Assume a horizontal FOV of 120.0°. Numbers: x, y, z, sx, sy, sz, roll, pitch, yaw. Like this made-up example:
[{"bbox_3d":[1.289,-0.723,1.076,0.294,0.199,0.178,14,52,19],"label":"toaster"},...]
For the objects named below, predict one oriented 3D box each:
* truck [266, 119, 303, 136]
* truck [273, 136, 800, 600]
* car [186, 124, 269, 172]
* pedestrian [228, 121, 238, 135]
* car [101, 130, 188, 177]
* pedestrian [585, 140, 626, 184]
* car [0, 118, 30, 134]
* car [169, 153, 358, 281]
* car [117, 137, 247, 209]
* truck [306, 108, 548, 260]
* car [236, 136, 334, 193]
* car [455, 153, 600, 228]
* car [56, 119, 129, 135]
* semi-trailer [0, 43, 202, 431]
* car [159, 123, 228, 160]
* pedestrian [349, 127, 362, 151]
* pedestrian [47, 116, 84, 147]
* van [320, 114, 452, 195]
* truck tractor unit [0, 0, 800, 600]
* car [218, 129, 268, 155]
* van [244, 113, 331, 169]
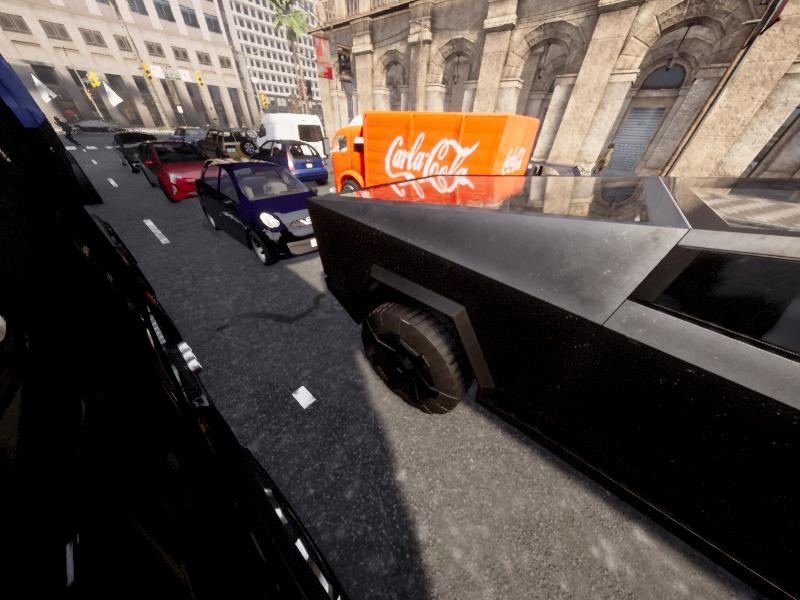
[{"bbox_3d":[-22.067,-33.043,44.317,2.627,2.467,5.204,28,44,30],"label":"truck"},{"bbox_3d":[2.231,0.433,1.454,6.274,2.098,2.390,28,44,30],"label":"truck"},{"bbox_3d":[-9.753,-8.677,13.051,4.605,1.855,1.932,28,44,30],"label":"car"},{"bbox_3d":[-28.633,-29.435,39.560,0.751,1.860,0.751,-19,42,-26],"label":"pedestrian"},{"bbox_3d":[-12.748,-7.408,11.487,4.892,1.490,1.837,29,44,30],"label":"car"},{"bbox_3d":[10.623,-7.117,11.974,0.751,1.860,0.751,-29,47,-35],"label":"pedestrian"},{"bbox_3d":[-43.166,-18.435,24.400,1.994,1.385,4.181,28,44,30],"label":"car"},{"bbox_3d":[-2.883,-2.078,4.960,3.633,1.501,1.845,28,44,30],"label":"car"},{"bbox_3d":[-7.662,-4.660,8.110,4.514,1.525,2.007,28,44,30],"label":"car"},{"bbox_3d":[0.352,-3.476,6.247,5.204,2.467,2.627,28,44,30],"label":"truck"},{"bbox_3d":[-4.978,-5.994,9.994,3.988,1.617,1.851,28,44,30],"label":"car"},{"bbox_3d":[4.038,-3.861,7.779,3.633,1.501,1.845,28,44,30],"label":"car"},{"bbox_3d":[-38.385,-21.655,28.982,2.033,1.411,5.357,28,44,30],"label":"car"},{"bbox_3d":[-8.694,-3.610,4.228,14.254,4.402,2.717,28,44,30],"label":"semi-trailer"},{"bbox_3d":[-14.384,-11.117,16.087,4.553,1.767,2.097,28,44,30],"label":"car"},{"bbox_3d":[-4.290,-15.497,22.226,0.751,1.860,0.751,25,42,27],"label":"pedestrian"},{"bbox_3d":[-24.902,-12.566,17.263,0.751,1.860,0.751,31,45,32],"label":"pedestrian"},{"bbox_3d":[-0.890,-6.926,10.719,5.915,2.561,1.988,28,44,30],"label":"van"},{"bbox_3d":[-2.645,-0.295,0.351,6.516,4.208,3.053,28,44,30],"label":"truck tractor unit"},{"bbox_3d":[-12.781,-12.898,18.788,3.633,1.501,1.845,29,44,30],"label":"car"},{"bbox_3d":[-7.283,-10.371,14.919,5.915,2.561,1.988,28,44,30],"label":"van"}]
